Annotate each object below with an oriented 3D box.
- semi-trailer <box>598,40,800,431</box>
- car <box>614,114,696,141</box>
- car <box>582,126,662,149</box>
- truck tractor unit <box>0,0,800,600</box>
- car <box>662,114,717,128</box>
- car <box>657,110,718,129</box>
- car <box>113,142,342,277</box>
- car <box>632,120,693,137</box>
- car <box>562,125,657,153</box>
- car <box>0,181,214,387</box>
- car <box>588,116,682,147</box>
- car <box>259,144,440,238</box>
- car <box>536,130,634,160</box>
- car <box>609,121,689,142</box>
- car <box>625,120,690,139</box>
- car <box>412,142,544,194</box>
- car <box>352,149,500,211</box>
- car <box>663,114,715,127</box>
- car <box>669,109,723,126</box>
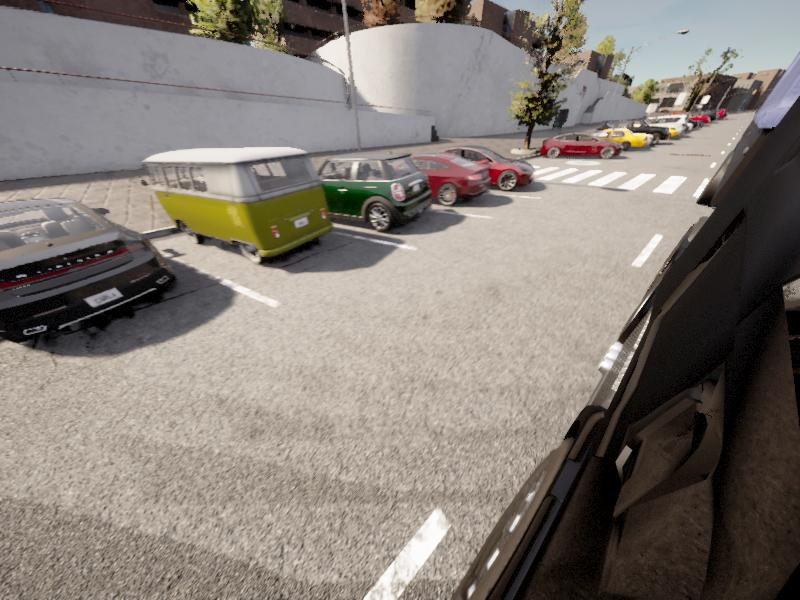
[{"bbox_3d":[8.694,-3.605,4.238,14.254,4.402,2.717,-28,44,-30],"label":"semi-trailer"},{"bbox_3d":[28.364,-19.483,26.159,5.566,2.045,2.435,17,41,25],"label":"car"},{"bbox_3d":[19.210,-14.296,20.379,4.674,1.452,2.002,17,40,25],"label":"car"},{"bbox_3d":[2.645,-0.295,0.351,6.516,4.208,3.053,-28,44,-30],"label":"truck tractor unit"},{"bbox_3d":[49.225,-30.544,39.453,5.366,1.575,1.946,17,41,26],"label":"car"},{"bbox_3d":[46.780,-29.526,37.907,5.566,2.045,2.435,17,41,25],"label":"car"},{"bbox_3d":[-3.848,-2.309,5.331,4.442,1.987,1.878,17,41,25],"label":"car"},{"bbox_3d":[33.001,-21.743,29.283,4.674,1.452,2.002,17,41,25],"label":"car"},{"bbox_3d":[16.750,-13.144,18.932,5.366,1.575,1.946,17,41,25],"label":"car"},{"bbox_3d":[-6.013,-0.879,3.927,4.892,1.521,2.231,17,41,25],"label":"car"},{"bbox_3d":[21.526,-15.753,21.688,5.566,2.045,2.435,17,40,25],"label":"car"},{"bbox_3d":[-1.432,-3.406,6.815,4.553,1.767,2.185,17,41,25],"label":"car"},{"bbox_3d":[12.345,-10.617,15.876,4.792,1.488,2.163,17,40,25],"label":"car"},{"bbox_3d":[26.264,-17.987,24.737,5.366,1.575,1.946,17,41,25],"label":"car"},{"bbox_3d":[30.672,-20.504,27.803,4.792,1.488,2.163,17,41,25],"label":"car"},{"bbox_3d":[3.157,-5.724,9.894,4.792,1.488,2.163,17,40,25],"label":"car"},{"bbox_3d":[0.834,-4.495,8.409,4.674,1.452,2.002,17,41,25],"label":"car"},{"bbox_3d":[51.193,-31.892,41.078,5.366,1.575,1.946,17,42,26],"label":"car"},{"bbox_3d":[55.903,-34.556,43.804,5.566,2.045,2.435,17,42,25],"label":"car"}]
